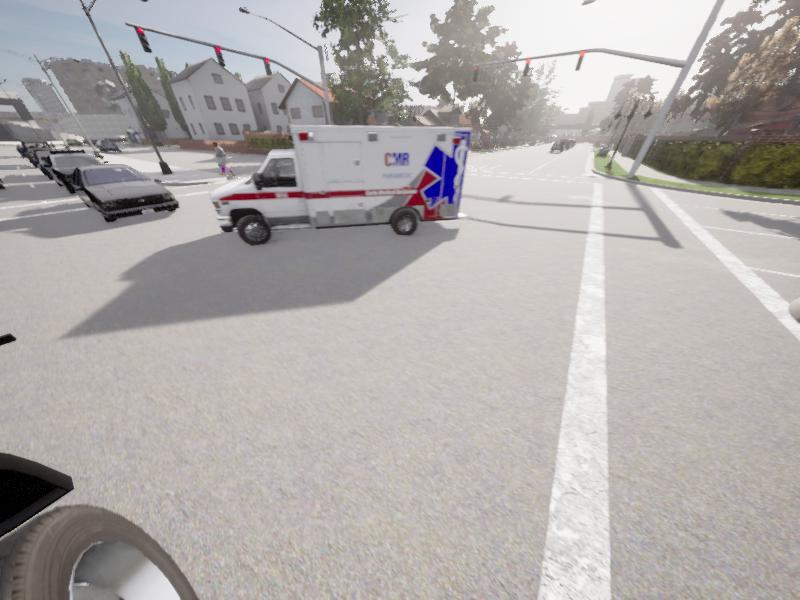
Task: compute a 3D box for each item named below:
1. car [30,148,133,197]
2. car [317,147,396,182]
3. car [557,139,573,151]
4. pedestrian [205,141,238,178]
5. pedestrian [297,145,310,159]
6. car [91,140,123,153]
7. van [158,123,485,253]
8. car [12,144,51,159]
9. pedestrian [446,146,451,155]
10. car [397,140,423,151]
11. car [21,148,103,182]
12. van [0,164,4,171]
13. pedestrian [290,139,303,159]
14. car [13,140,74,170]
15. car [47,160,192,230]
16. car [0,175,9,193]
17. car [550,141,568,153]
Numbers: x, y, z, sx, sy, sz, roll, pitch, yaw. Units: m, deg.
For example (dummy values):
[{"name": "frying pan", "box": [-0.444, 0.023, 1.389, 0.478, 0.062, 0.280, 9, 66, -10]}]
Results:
[{"name": "car", "box": [-15.985, -6.518, 11.569, 5.238, 1.638, 1.930, 22, 40, 27]}, {"name": "car", "box": [-2.910, -9.249, 15.582, 5.027, 1.651, 2.152, 22, 41, 28]}, {"name": "car", "box": [38.079, -35.796, 53.222, 2.150, 2.045, 5.566, 22, 41, 27]}, {"name": "pedestrian", "box": [-10.730, -8.464, 13.913, 0.751, 1.860, 0.751, 22, 41, 27]}, {"name": "pedestrian", "box": [-10.933, -16.824, 26.215, 0.751, 1.300, 0.751, 23, 41, 28]}, {"name": "car", "box": [-47.475, -24.936, 37.389, 4.856, 1.649, 2.033, 22, 41, 28]}, {"name": "van", "box": [-1.432, -3.183, 6.297, 6.366, 2.431, 2.351, -8, 36, -11]}, {"name": "car", "box": [-43.541, -17.573, 27.278, 4.718, 1.301, 1.895, 22, 41, 28]}, {"name": "pedestrian", "box": [7.062, -21.790, 33.608, 0.500, 1.100, 0.500, 23, 41, 29]}, {"name": "car", "box": [1.654, -26.194, 39.175, 3.806, 1.475, 1.970, 22, 41, 28]}, {"name": "car", "box": [-21.759, -8.780, 14.860, 4.792, 1.488, 2.163, 22, 41, 28]}, {"name": "van", "box": [-32.045, -10.732, 17.046, 4.480, 2.038, 2.069, 22, 41, 28]}, {"name": "pedestrian", "box": [-11.372, -16.600, 25.408, 0.751, 1.860, 0.751, -28, 44, -34]}, {"name": "car", "box": [-29.499, -12.098, 19.136, 3.866, 1.878, 1.905, 22, 41, 28]}, {"name": "car", "box": [-10.052, -3.976, 8.236, 5.357, 1.411, 2.033, 22, 41, 28]}, {"name": "car", "box": [-21.033, -5.976, 10.990, 4.181, 1.385, 1.994, 22, 41, 28]}, {"name": "car", "box": [30.130, -29.087, 43.788, 1.932, 1.855, 4.605, 22, 40, 27]}]
